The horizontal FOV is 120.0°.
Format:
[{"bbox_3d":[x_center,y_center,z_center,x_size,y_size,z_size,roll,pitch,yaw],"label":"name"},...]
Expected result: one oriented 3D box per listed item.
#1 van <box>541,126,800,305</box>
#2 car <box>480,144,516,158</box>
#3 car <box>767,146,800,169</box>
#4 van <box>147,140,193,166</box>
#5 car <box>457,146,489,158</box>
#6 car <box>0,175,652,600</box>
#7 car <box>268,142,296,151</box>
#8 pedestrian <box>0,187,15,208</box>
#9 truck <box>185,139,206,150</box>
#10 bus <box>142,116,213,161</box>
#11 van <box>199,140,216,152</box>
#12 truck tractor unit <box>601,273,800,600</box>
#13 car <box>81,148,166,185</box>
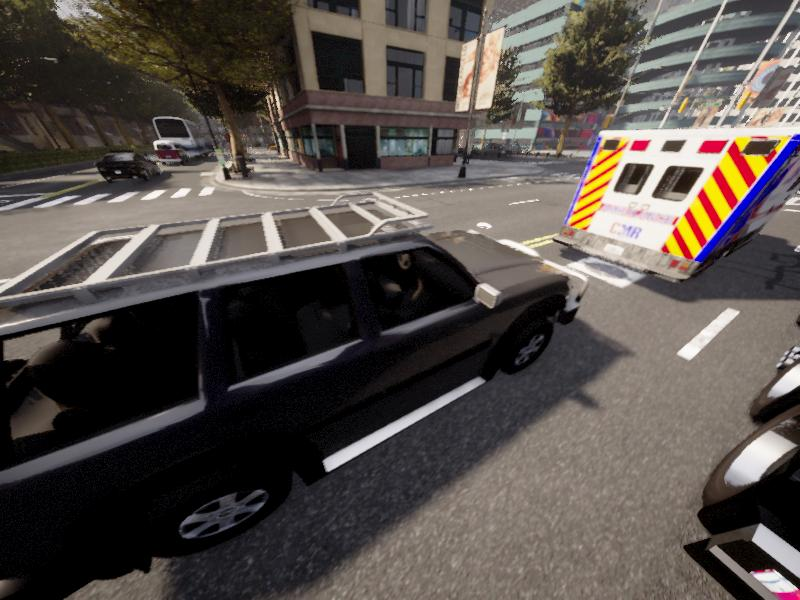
[{"bbox_3d":[6.799,-2.360,5.321,6.366,2.431,2.351,-17,38,-23],"label":"van"},{"bbox_3d":[15.349,-23.547,36.477,2.242,1.667,4.611,-17,38,-23],"label":"car"},{"bbox_3d":[41.731,-15.087,24.387,4.605,1.855,1.932,-16,38,-24],"label":"car"},{"bbox_3d":[-23.860,-15.448,24.181,2.069,2.038,4.480,-17,38,-23],"label":"van"},{"bbox_3d":[11.415,-23.459,36.515,1.812,1.442,4.674,-17,38,-23],"label":"car"},{"bbox_3d":[-0.333,0.042,2.291,4.605,1.855,1.932,-17,38,-23],"label":"car"},{"bbox_3d":[-26.425,-34.430,51.815,5.366,1.575,1.801,-18,39,-24],"label":"car"},{"bbox_3d":[-16.039,-4.447,8.571,0.751,1.860,0.751,-15,38,-21],"label":"pedestrian"},{"bbox_3d":[-48.062,-36.640,54.344,2.390,2.098,6.274,-17,39,-24],"label":"truck"},{"bbox_3d":[-28.912,-21.490,30.879,3.944,4.253,10.273,-17,39,-23],"label":"bus"},{"bbox_3d":[-39.298,-31.554,47.218,1.775,1.987,4.442,-17,39,-23],"label":"van"},{"bbox_3d":[5.124,-0.288,0.760,6.516,4.208,3.053,-18,39,-23],"label":"truck tractor unit"},{"bbox_3d":[-17.714,-8.904,15.190,1.930,1.638,5.238,-18,39,-24],"label":"car"}]
